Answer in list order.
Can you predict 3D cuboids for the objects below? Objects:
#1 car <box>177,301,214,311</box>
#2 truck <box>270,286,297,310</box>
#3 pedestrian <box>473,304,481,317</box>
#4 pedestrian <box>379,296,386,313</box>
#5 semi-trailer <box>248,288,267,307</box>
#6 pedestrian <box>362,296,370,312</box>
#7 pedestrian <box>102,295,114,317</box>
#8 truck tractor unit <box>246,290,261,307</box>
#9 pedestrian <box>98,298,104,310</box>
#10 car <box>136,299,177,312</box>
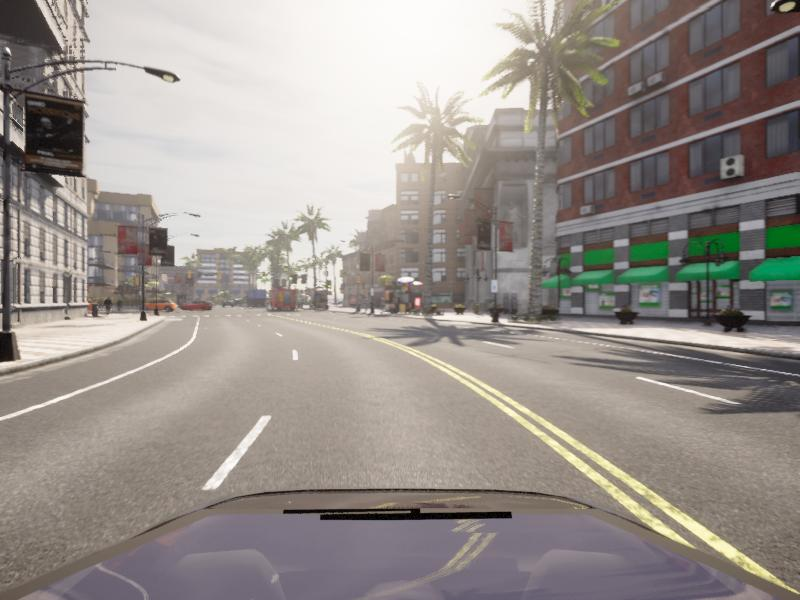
[{"bbox_3d":[-30.845,0.879,60.442,4.514,1.525,2.007,0,0,-2],"label":"car"},{"bbox_3d":[-19.550,-0.280,66.561,2.891,3.827,8.468,0,0,-26],"label":"truck"},{"bbox_3d":[6.431,0.871,33.447,0.500,1.100,0.500,0,0,-25],"label":"pedestrian"},{"bbox_3d":[-2.046,0.504,46.249,0.751,1.860,0.751,0,0,7],"label":"pedestrian"},{"bbox_3d":[-35.253,-0.551,98.431,2.717,4.402,14.254,0,0,-26],"label":"semi-trailer"},{"bbox_3d":[-4.029,0.506,47.120,0.751,1.860,0.751,0,0,6],"label":"pedestrian"},{"bbox_3d":[-25.669,0.522,35.197,0.751,1.860,0.751,0,0,-24],"label":"pedestrian"},{"bbox_3d":[-38.753,-0.450,105.531,3.053,4.208,6.516,0,0,-26],"label":"truck tractor unit"},{"bbox_3d":[-46.525,0.551,62.252,0.751,1.860,0.751,0,0,-31],"label":"pedestrian"},{"bbox_3d":[-34.106,0.747,56.129,4.553,1.767,2.097,0,0,-17],"label":"car"}]
